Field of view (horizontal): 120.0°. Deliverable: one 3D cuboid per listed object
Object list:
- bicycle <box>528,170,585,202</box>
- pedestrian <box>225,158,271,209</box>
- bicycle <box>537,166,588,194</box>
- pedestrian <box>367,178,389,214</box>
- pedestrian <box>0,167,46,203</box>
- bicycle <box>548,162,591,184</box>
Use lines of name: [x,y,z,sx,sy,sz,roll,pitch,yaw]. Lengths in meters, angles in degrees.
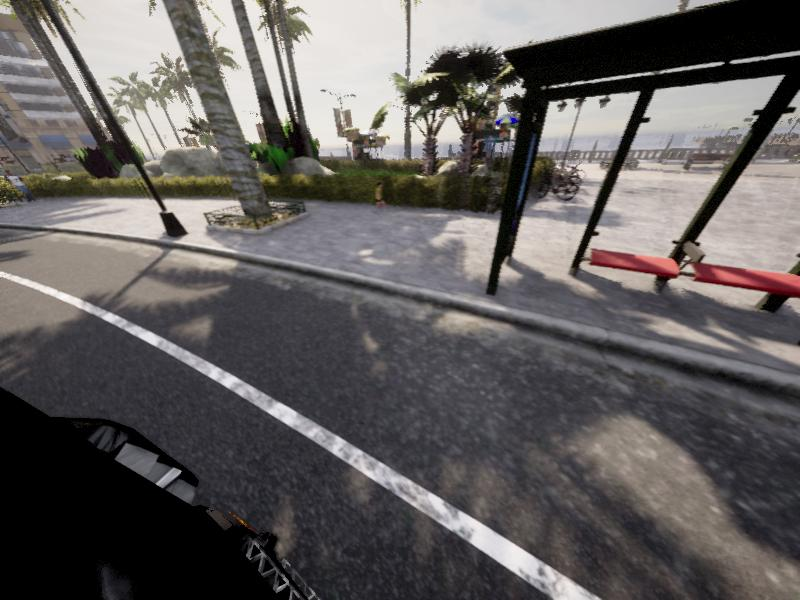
bicycle: [6.186,-4.582,9.250,1.643,1.024,0.373,21,40,31]
pedestrian: [-6.410,-4.945,9.849,0.751,1.860,0.751,7,35,15]
bicycle: [7.377,-5.516,10.576,1.643,1.024,0.373,21,40,31]
pedestrian: [-0.775,-3.725,8.308,0.500,1.100,0.500,15,37,25]
pedestrian: [-23.260,-7.005,14.123,0.751,1.860,0.751,7,35,14]
bicycle: [9.164,-6.917,12.564,1.643,1.024,0.373,21,40,31]
